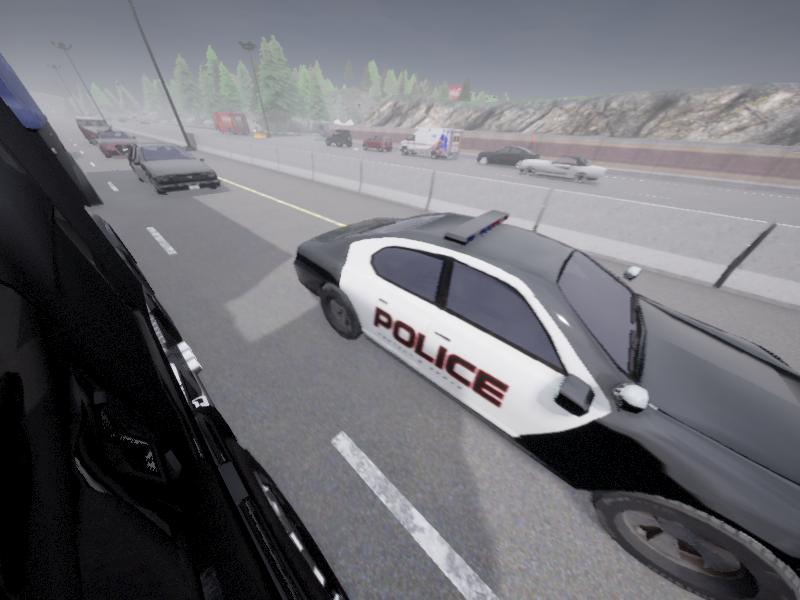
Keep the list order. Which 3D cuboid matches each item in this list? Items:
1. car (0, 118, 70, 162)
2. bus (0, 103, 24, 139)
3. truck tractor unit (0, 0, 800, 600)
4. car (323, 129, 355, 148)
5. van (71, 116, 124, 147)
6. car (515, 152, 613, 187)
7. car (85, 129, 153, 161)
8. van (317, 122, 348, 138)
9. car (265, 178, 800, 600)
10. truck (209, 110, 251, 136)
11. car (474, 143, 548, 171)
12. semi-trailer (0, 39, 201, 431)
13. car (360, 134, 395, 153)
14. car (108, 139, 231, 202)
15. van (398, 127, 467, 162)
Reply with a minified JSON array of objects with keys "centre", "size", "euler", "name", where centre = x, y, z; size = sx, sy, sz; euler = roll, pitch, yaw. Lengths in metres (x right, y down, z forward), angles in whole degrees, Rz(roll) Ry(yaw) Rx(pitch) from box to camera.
[{"centre":[-21.319,-9.220,13.206],"size":[4.553,1.767,2.097],"euler":[28,43,30],"name":"car"},{"centre":[-40.884,-18.010,21.708],"size":[10.273,4.253,3.944],"euler":[28,43,30],"name":"bus"},{"centre":[-2.645,-0.295,0.351],"size":[6.516,4.208,3.053],"euler":[28,44,30],"name":"truck tractor unit"},{"centre":[-7.922,-21.131,30.188],"size":[3.866,1.878,1.905],"euler":[28,43,30],"name":"car"},{"centre":[-26.375,-14.701,20.123],"size":[4.442,1.987,1.775],"euler":[28,43,30],"name":"van"},{"centre":[10.292,-8.473,14.791],"size":[4.718,1.301,1.895],"euler":[28,43,30],"name":"car"},{"centre":[-18.321,-10.165,15.054],"size":[4.181,1.385,1.994],"euler":[28,43,30],"name":"car"},{"centre":[-13.966,-35.539,48.424],"size":[1.988,2.561,5.915],"euler":[28,43,30],"name":"van"},{"centre":[1.048,0.062,2.389],"size":[4.974,1.542,2.038],"euler":[28,43,30],"name":"car"},{"centre":[-33.655,-35.180,45.829],"size":[8.468,3.827,2.891],"euler":[26,43,28],"name":"truck"},{"centre":[9.033,-11.974,19.246],"size":[5.008,1.535,1.882],"euler":[28,43,30],"name":"car"},{"centre":[-8.698,-3.596,4.242],"size":[14.254,4.402,2.717],"euler":[28,43,30],"name":"semi-trailer"},{"centre":[-2.621,-18.173,26.831],"size":[3.705,1.549,1.789],"euler":[28,43,30],"name":"car"},{"centre":[-9.077,-5.262,9.023],"size":[5.357,1.411,2.033],"euler":[28,43,30],"name":"car"},{"centre":[2.977,-15.559,22.937],"size":[6.366,2.431,2.351],"euler":[28,43,30],"name":"van"}]
